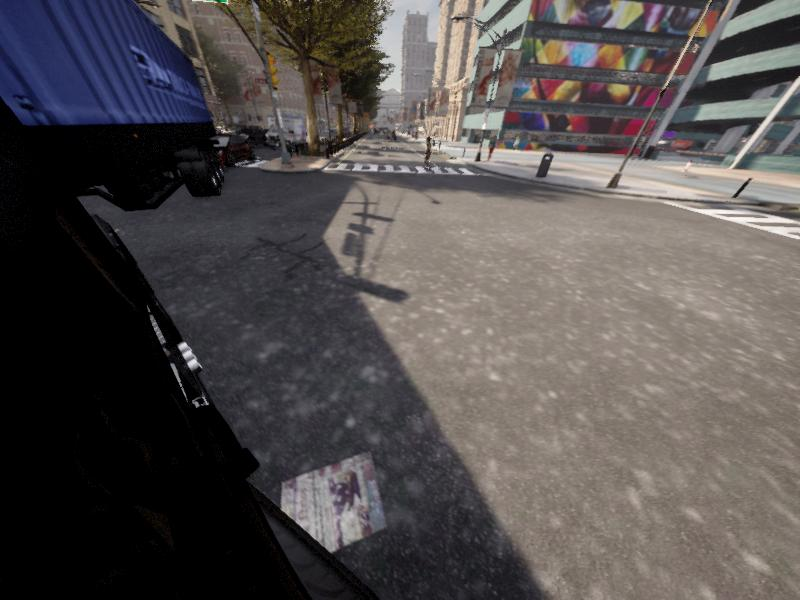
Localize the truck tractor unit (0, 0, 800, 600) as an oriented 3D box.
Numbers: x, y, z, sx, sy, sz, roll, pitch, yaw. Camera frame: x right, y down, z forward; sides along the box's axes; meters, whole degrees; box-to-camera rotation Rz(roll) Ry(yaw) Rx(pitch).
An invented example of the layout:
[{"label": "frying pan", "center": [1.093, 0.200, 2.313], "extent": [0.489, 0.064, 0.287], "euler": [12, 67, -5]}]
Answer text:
[{"label": "truck tractor unit", "center": [-2.645, -0.295, 0.351], "extent": [6.516, 4.208, 3.053], "euler": [28, 44, 30]}]

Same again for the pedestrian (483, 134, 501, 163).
[{"label": "pedestrian", "center": [7.473, -12.321, 18.806], "extent": [0.751, 1.860, 0.751], "euler": [6, 37, 4]}]

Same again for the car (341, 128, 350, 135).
[{"label": "car", "center": [-14.407, -44.787, 61.376], "extent": [1.812, 1.442, 4.674], "euler": [0, 37, -5]}]

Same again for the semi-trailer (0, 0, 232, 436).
[{"label": "semi-trailer", "center": [-6.824, -4.450, 5.453], "extent": [2.717, 4.402, 14.254], "euler": [-15, 41, -23]}]

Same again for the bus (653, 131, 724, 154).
[{"label": "bus", "center": [71.987, -39.810, 58.246], "extent": [3.944, 4.253, 10.273], "euler": [-1, 37, -5]}]

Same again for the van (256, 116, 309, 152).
[{"label": "van", "center": [-11.082, -16.237, 22.602], "extent": [2.351, 2.431, 6.366], "euler": [0, 37, -5]}]

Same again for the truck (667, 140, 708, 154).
[{"label": "truck", "center": [68.629, -36.657, 55.293], "extent": [2.627, 2.467, 5.204], "euler": [-1, 37, -5]}]

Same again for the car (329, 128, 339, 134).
[{"label": "car", "center": [-18.136, -46.776, 63.900], "extent": [1.895, 1.301, 4.718], "euler": [0, 37, -5]}]

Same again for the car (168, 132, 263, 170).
[{"label": "car", "center": [-10.371, -8.896, 13.624], "extent": [2.163, 1.488, 4.792], "euler": [-1, 37, -6]}]

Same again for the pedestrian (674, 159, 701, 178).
[{"label": "pedestrian", "center": [19.857, -9.095, 15.970], "extent": [0.500, 1.100, 0.500], "euler": [4, 37, 2]}]

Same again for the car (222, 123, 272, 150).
[{"label": "car", "center": [-14.562, -15.890, 22.359], "extent": [1.932, 1.855, 4.605], "euler": [0, 37, -4]}]

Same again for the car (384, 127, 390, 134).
[{"label": "car", "center": [-4.815, -61.598, 84.016], "extent": [2.150, 2.045, 5.566], "euler": [0, 37, -5]}]

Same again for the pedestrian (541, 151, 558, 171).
[{"label": "pedestrian", "center": [10.353, -9.639, 16.051], "extent": [0.500, 1.100, 0.500], "euler": [6, 37, 4]}]

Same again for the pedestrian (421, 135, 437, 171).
[{"label": "pedestrian", "center": [1.835, -9.301, 14.639], "extent": [0.751, 1.860, 0.751], "euler": [3, 37, 0]}]

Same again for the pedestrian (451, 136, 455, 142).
[{"label": "pedestrian", "center": [11.004, -33.310, 47.751], "extent": [0.500, 1.100, 0.500], "euler": [-16, 41, -23]}]

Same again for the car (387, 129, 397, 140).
[{"label": "car", "center": [-1.784, -35.016, 48.806], "extent": [1.932, 1.855, 4.605], "euler": [-1, 37, -5]}]

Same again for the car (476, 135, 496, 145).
[{"label": "car", "center": [17.688, -33.144, 47.802], "extent": [2.161, 1.482, 4.786], "euler": [-1, 37, -5]}]

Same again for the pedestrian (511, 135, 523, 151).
[{"label": "pedestrian", "center": [16.392, -22.038, 32.408], "extent": [0.751, 1.860, 0.751], "euler": [-11, 39, -17]}]
